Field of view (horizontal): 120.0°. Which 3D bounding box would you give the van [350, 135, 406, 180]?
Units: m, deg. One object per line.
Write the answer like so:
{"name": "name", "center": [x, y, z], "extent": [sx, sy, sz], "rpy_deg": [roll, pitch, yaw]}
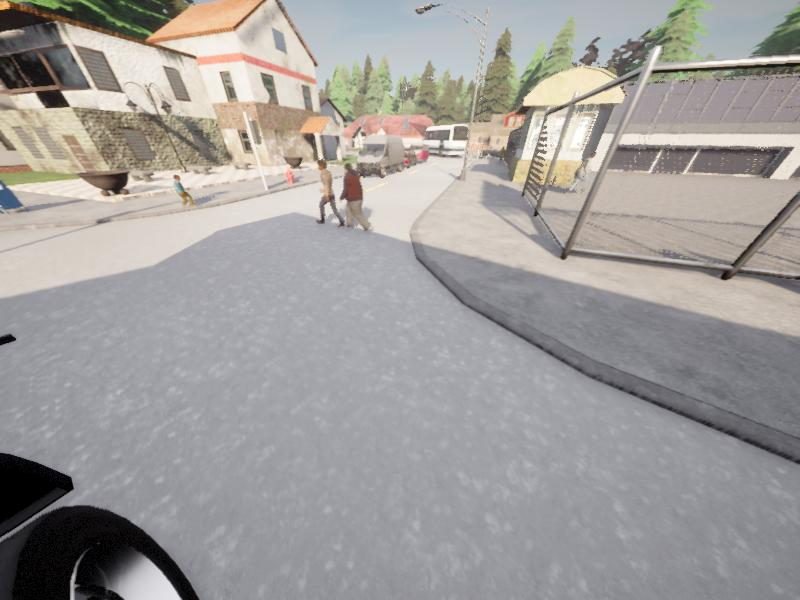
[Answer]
{"name": "van", "center": [-1.397, -11.261, 18.015], "extent": [1.988, 2.561, 5.915], "rpy_deg": [12, 36, 15]}

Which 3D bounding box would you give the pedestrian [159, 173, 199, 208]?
{"name": "pedestrian", "center": [-8.044, -3.995, 8.447], "extent": [0.500, 1.100, 0.500], "rpy_deg": [-5, 35, -9]}

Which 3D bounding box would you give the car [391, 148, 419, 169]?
{"name": "car", "center": [0.571, -14.404, 23.450], "extent": [1.789, 1.549, 3.705], "rpy_deg": [11, 36, 14]}

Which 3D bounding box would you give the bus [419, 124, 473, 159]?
{"name": "bus", "center": [7.205, -26.579, 38.762], "extent": [3.944, 4.253, 10.273], "rpy_deg": [-12, 37, -17]}

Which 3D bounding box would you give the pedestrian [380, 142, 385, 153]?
{"name": "pedestrian", "center": [-3.584, -31.351, 47.363], "extent": [0.751, 1.860, 0.751], "rpy_deg": [11, 36, 15]}

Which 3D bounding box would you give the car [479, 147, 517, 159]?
{"name": "car", "center": [15.041, -22.717, 35.721], "extent": [4.902, 1.511, 2.128], "rpy_deg": [1, 34, 1]}

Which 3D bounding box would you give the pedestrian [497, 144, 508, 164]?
{"name": "pedestrian", "center": [11.550, -16.482, 26.115], "extent": [0.751, 1.860, 0.751], "rpy_deg": [12, 36, 15]}

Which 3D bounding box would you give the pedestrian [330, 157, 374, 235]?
{"name": "pedestrian", "center": [-1.269, -2.889, 6.479], "extent": [0.751, 1.860, 0.751], "rpy_deg": [11, 36, 14]}

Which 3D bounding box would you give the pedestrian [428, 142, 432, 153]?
{"name": "pedestrian", "center": [6.065, -30.855, 46.654], "extent": [0.751, 1.860, 0.751], "rpy_deg": [7, 35, 9]}

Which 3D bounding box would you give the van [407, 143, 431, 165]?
{"name": "van", "center": [2.265, -17.546, 27.634], "extent": [1.775, 1.987, 4.442], "rpy_deg": [10, 36, 14]}

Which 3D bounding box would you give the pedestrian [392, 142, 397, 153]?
{"name": "pedestrian", "center": [-1.063, -31.226, 47.222], "extent": [0.751, 1.860, 0.751], "rpy_deg": [10, 36, 13]}

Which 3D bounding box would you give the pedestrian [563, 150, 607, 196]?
{"name": "pedestrian", "center": [8.731, -6.026, 10.991], "extent": [0.751, 1.860, 0.751], "rpy_deg": [4, 35, 5]}

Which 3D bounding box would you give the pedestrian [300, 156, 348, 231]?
{"name": "pedestrian", "center": [-2.137, -3.079, 6.741], "extent": [0.751, 1.860, 0.751], "rpy_deg": [12, 36, 16]}
